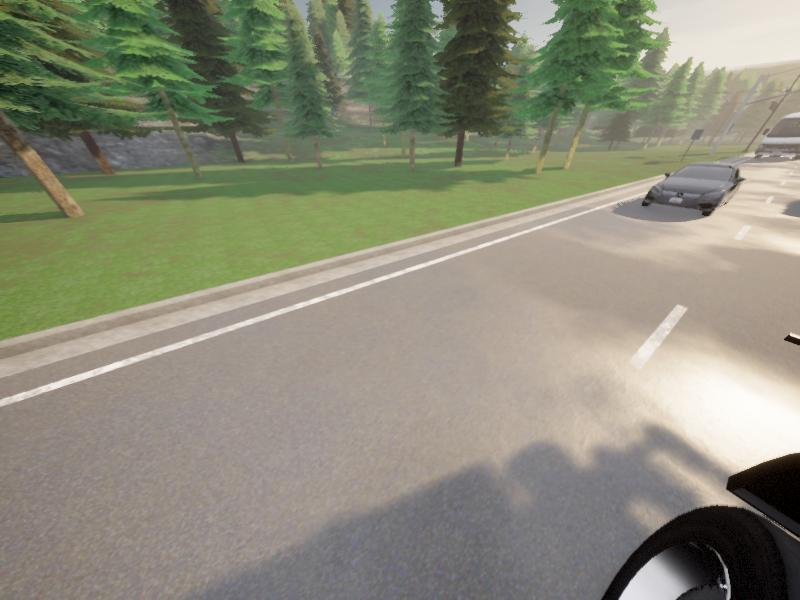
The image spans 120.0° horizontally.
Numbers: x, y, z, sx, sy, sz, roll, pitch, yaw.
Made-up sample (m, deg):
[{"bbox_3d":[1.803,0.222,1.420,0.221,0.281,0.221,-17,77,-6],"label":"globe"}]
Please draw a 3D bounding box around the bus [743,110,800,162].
[{"bbox_3d":[44.555,-18.111,25.565,10.273,4.253,3.944,-17,37,-22],"label":"bus"}]

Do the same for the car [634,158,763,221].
[{"bbox_3d":[11.244,-4.323,8.698,4.674,1.442,1.812,-21,40,-27],"label":"car"}]
